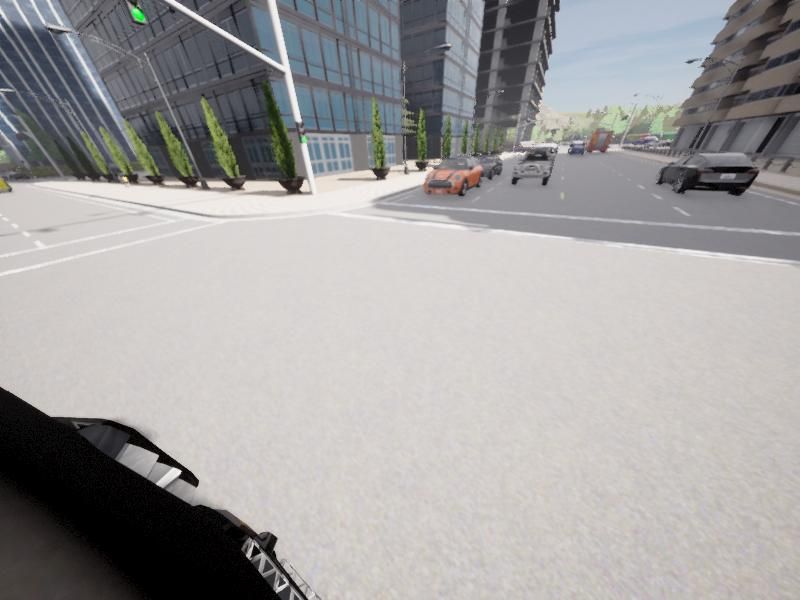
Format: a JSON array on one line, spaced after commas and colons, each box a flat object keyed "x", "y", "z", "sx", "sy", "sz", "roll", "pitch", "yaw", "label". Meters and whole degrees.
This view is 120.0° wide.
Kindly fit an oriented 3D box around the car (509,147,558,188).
[{"x": 8.431, "y": -8.411, "z": 14.480, "sx": 1.932, "sy": 1.855, "sz": 4.605, "roll": 16, "pitch": 38, "yaw": 26, "label": "car"}]

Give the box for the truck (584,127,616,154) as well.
[{"x": 38.297, "y": -30.741, "z": 44.632, "sx": 2.891, "sy": 3.827, "sz": 8.468, "roll": 16, "pitch": 37, "yaw": 26, "label": "truck"}]

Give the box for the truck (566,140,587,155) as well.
[{"x": 33.693, "y": -29.259, "z": 44.275, "sx": 2.390, "sy": 2.098, "sz": 6.274, "roll": 16, "pitch": 37, "yaw": 26, "label": "truck"}]

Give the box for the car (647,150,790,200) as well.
[{"x": 13.853, "y": -5.896, "z": 10.621, "sx": 2.163, "sy": 1.488, "sz": 4.792, "roll": 16, "pitch": 38, "yaw": 26, "label": "car"}]

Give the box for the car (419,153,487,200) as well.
[{"x": 3.025, "y": -6.943, "z": 12.705, "sx": 2.097, "sy": 1.767, "sz": 4.553, "roll": 16, "pitch": 38, "yaw": 26, "label": "car"}]

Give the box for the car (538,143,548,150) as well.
[{"x": 48.230, "y": -51.806, "z": 77.865, "sx": 2.097, "sy": 1.767, "sz": 4.553, "roll": 16, "pitch": 37, "yaw": 26, "label": "car"}]

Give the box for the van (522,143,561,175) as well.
[{"x": 11.852, "y": -11.804, "z": 19.263, "sx": 2.069, "sy": 2.038, "sz": 4.480, "roll": 16, "pitch": 38, "yaw": 26, "label": "van"}]

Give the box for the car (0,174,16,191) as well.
[{"x": -47.179, "y": -13.559, "z": 26.718, "sx": 4.514, "sy": 1.525, "sz": 2.007, "roll": 16, "pitch": 38, "yaw": 26, "label": "car"}]

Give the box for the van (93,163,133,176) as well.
[{"x": -58.577, "y": -26.785, "z": 47.280, "sx": 1.775, "sy": 1.987, "sz": 4.442, "roll": 15, "pitch": 37, "yaw": 25, "label": "van"}]

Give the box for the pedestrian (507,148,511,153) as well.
[{"x": 27.374, "y": -37.656, "z": 58.130, "sx": 0.500, "sy": 1.100, "sz": 0.500, "roll": 4, "pitch": 34, "yaw": 10, "label": "pedestrian"}]

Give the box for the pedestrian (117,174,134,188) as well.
[{"x": -25.591, "y": -11.142, "z": 21.559, "sx": 0.500, "sy": 1.100, "sz": 0.500, "roll": 15, "pitch": 37, "yaw": 25, "label": "pedestrian"}]

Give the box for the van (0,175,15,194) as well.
[{"x": -41.985, "y": -12.070, "z": 23.656, "sx": 4.442, "sy": 1.987, "sz": 1.775, "roll": 19, "pitch": 39, "yaw": 29, "label": "van"}]

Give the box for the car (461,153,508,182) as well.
[{"x": 6.550, "y": -10.226, "z": 17.718, "sx": 2.128, "sy": 1.511, "sz": 4.902, "roll": 16, "pitch": 38, "yaw": 26, "label": "car"}]

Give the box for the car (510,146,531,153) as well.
[{"x": 33.824, "y": -42.311, "z": 64.868, "sx": 4.674, "sy": 1.442, "sz": 1.812, "roll": 16, "pitch": 37, "yaw": 26, "label": "car"}]

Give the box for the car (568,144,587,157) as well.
[{"x": 29.779, "y": -25.200, "z": 38.876, "sx": 1.882, "sy": 1.535, "sz": 5.008, "roll": 16, "pitch": 38, "yaw": 26, "label": "car"}]

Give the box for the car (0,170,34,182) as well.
[{"x": -69.957, "y": -21.893, "z": 40.947, "sx": 5.238, "sy": 1.638, "sz": 1.930, "roll": -10, "pitch": 34, "yaw": -11, "label": "car"}]

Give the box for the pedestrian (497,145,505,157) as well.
[{"x": 18.315, "y": -27.090, "z": 41.958, "sx": 0.751, "sy": 1.860, "sz": 0.751, "roll": 20, "pitch": 39, "yaw": 30, "label": "pedestrian"}]

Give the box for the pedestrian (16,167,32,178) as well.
[{"x": -74.199, "y": -25.081, "z": 45.588, "sx": 0.751, "sy": 1.860, "sz": 0.751, "roll": 14, "pitch": 37, "yaw": 24, "label": "pedestrian"}]

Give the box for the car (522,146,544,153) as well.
[{"x": 35.014, "y": -39.707, "z": 60.939, "sx": 4.718, "sy": 1.301, "sz": 1.895, "roll": 16, "pitch": 37, "yaw": 26, "label": "car"}]
